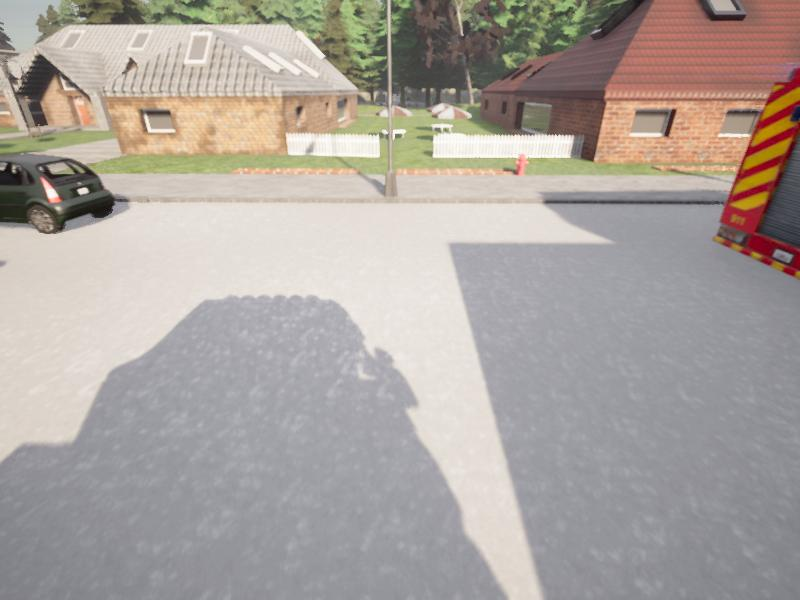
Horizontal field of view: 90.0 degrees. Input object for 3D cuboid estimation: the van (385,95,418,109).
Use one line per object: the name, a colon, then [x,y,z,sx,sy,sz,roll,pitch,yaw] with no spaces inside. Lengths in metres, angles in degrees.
van: [0.330,-39.161,78.963,6.366,2.431,2.351,0,28,1]

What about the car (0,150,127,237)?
car: [-9.465,-2.704,9.849,3.988,1.617,1.851,4,28,7]

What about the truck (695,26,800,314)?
truck: [10.201,-1.943,6.002,8.468,3.827,2.891,-1,28,-2]
